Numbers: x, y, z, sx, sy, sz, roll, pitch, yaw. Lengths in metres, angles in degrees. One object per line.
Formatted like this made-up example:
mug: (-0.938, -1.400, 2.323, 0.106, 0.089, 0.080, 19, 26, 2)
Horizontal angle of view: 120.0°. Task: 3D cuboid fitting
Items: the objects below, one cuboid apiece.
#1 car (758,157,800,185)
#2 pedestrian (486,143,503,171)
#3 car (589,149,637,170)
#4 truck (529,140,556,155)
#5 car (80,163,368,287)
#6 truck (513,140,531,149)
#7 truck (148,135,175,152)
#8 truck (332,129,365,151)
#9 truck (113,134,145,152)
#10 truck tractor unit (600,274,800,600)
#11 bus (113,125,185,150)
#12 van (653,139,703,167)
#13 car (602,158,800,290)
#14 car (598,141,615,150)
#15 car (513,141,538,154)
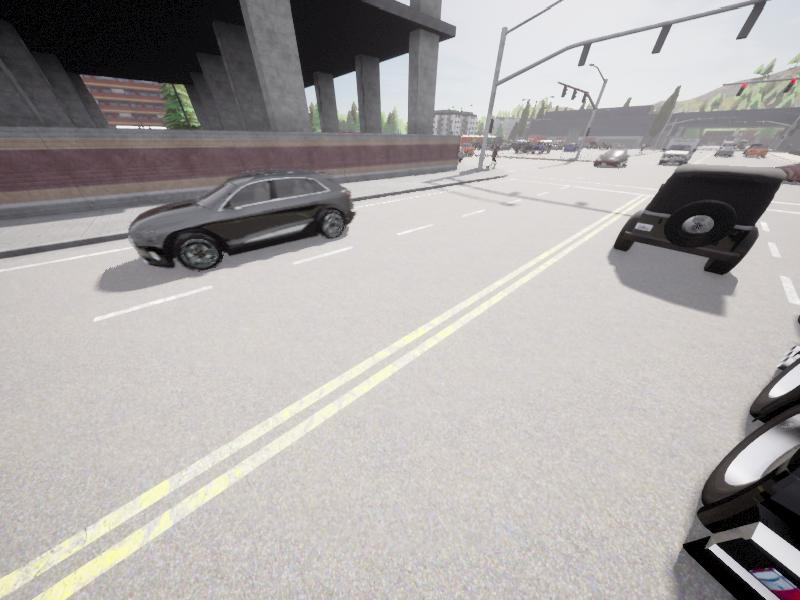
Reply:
car: (26.010, -7.671, 13.954, 1.994, 1.385, 4.181, -8, 36, -11)
pedestrian: (7.545, -11.453, 18.479, 0.751, 1.860, 0.751, 22, 40, 28)
car: (21.237, -14.096, 23.011, 4.792, 1.488, 2.163, -26, 43, -32)
truck: (25.023, -26.874, 40.612, 4.478, 2.038, 2.069, -26, 42, -32)
car: (-3.456, -2.250, 5.755, 4.856, 1.649, 2.033, -26, 43, -32)
truck: (32.213, -41.025, 60.940, 4.478, 2.038, 2.069, -26, 42, -32)
truck: (-44.275, -29.221, 42.997, 2.615, 2.467, 5.204, -26, 42, -32)
truck: (-11.421, -35.510, 51.295, 2.891, 3.827, 8.468, -26, 43, -32)
truck: (-47.570, -27.643, 40.709, 2.615, 2.467, 5.204, -26, 42, -32)
truck tractor unit: (5.128, -0.283, 0.756, 6.516, 4.208, 3.053, -18, 39, -23)
bus: (-57.586, -37.617, 53.616, 10.273, 4.253, 3.944, -26, 42, -32)
van: (31.021, -16.483, 25.738, 6.366, 2.431, 2.351, -27, 43, -33)
car: (6.878, -2.077, 5.368, 3.866, 1.878, 1.905, -26, 43, -32)
car: (54.755, -41.029, 61.311, 4.605, 1.855, 1.932, -26, 42, -32)
car: (23.105, -28.047, 42.440, 4.605, 1.855, 1.932, -26, 42, -32)
